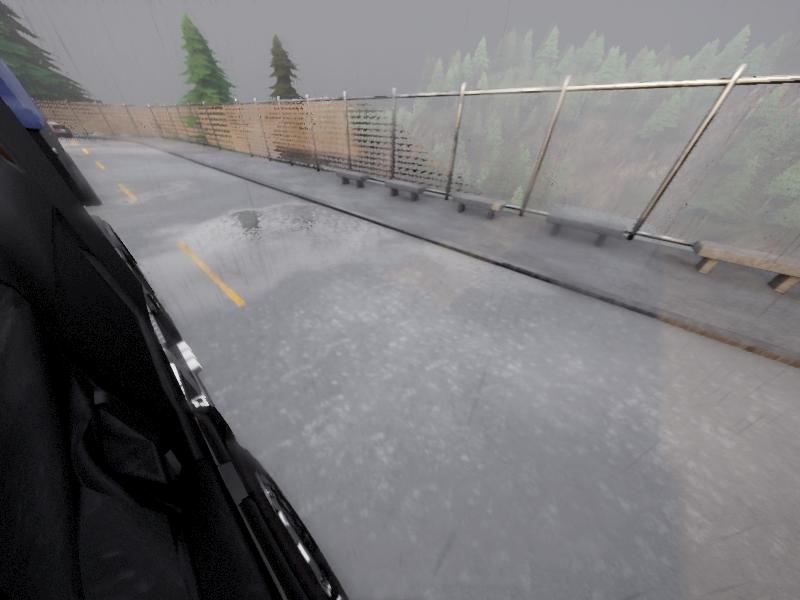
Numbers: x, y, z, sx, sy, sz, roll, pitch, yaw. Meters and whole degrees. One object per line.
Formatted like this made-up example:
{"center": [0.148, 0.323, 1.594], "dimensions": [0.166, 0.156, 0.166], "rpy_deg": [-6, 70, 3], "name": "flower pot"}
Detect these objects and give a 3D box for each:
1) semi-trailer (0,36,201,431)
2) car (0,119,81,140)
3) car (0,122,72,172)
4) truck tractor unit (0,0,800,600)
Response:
{"center": [-8.714, -3.582, 4.232], "dimensions": [14.254, 4.402, 2.717], "rpy_deg": [28, 43, 30], "name": "semi-trailer"}
{"center": [-35.795, -16.764, 22.717], "dimensions": [4.792, 1.488, 2.163], "rpy_deg": [-1, 36, -5], "name": "car"}
{"center": [-18.787, -7.816, 11.623], "dimensions": [5.238, 1.638, 1.930], "rpy_deg": [28, 43, 30], "name": "car"}
{"center": [-2.645, -0.295, 0.351], "dimensions": [6.516, 4.208, 3.053], "rpy_deg": [28, 44, 30], "name": "truck tractor unit"}
